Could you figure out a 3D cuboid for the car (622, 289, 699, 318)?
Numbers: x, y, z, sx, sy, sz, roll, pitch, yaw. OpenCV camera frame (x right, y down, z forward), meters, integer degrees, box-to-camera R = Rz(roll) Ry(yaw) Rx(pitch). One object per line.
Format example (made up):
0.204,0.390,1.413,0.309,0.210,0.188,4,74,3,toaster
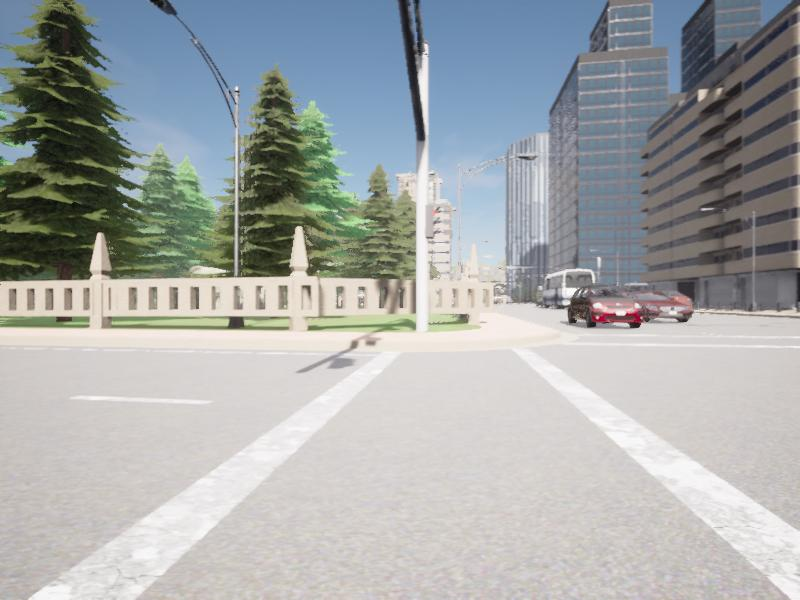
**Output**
16.357,0.220,25.489,2.152,1.651,5.027,0,0,8,car

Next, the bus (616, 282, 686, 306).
46.808,-1.080,74.944,10.273,4.253,3.944,0,0,8,bus

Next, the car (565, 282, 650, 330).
7.873,0.211,15.599,1.851,1.617,3.988,0,0,10,car

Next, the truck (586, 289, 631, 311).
22.170,0.005,42.829,2.390,2.098,6.274,0,0,9,truck

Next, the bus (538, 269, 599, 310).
19.073,-1.071,46.296,3.944,4.253,10.273,0,0,8,bus

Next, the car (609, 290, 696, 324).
11.988,0.300,19.404,1.812,1.442,4.674,0,0,8,car
